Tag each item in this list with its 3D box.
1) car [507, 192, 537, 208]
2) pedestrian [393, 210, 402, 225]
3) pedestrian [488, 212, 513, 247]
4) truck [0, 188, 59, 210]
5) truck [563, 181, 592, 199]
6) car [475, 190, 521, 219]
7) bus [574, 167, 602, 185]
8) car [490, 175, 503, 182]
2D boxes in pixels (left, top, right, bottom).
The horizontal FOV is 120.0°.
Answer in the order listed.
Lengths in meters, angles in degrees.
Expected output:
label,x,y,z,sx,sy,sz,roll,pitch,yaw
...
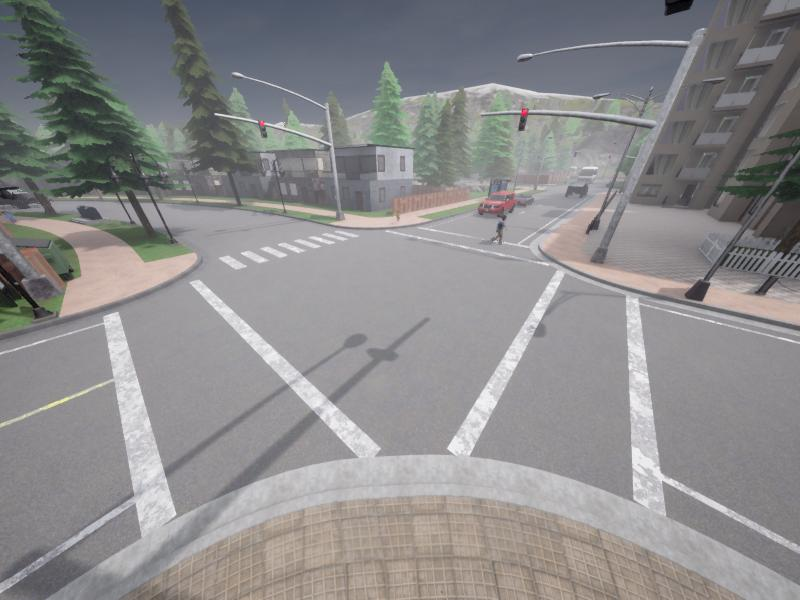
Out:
label,x,y,z,sx,sy,sz,roll,pitch,yaw
car,15.349,-12.575,28.979,1.994,1.385,4.181,24,38,35
pedestrian,-0.213,-6.669,18.665,0.500,1.100,0.500,18,35,29
pedestrian,6.093,-4.268,14.051,0.751,1.860,0.751,-21,36,-32
truck,-44.957,-11.792,26.853,6.274,2.098,2.390,1,30,2
truck,28.995,-18.004,37.652,2.390,2.098,6.274,24,38,35
car,10.071,-9.866,23.608,2.150,2.045,5.566,24,38,35
bus,53.958,-35.694,66.140,3.944,4.253,10.273,24,38,35
car,29.590,-37.325,71.038,1.932,1.855,4.605,23,37,34
